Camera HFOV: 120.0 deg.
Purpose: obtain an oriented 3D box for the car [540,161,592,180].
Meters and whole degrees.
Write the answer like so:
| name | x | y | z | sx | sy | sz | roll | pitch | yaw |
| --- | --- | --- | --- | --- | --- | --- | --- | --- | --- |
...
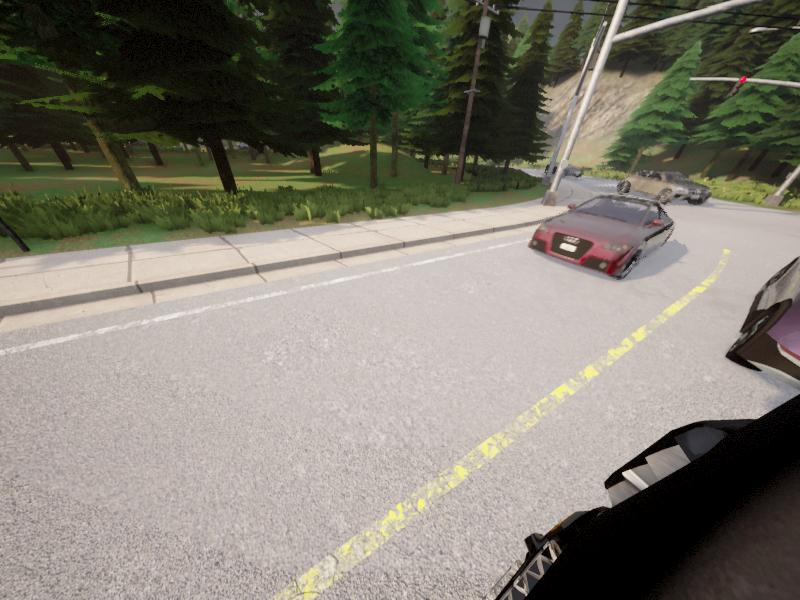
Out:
| name | x | y | z | sx | sy | sz | roll | pitch | yaw |
| --- | --- | --- | --- | --- | --- | --- | --- | --- | --- |
| car | 18.750 | -14.908 | 26.445 | 2.128 | 1.511 | 4.902 | 0 | 34 | -4 |

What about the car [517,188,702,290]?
| name | x | y | z | sx | sy | sz | roll | pitch | yaw |
| --- | --- | --- | --- | --- | --- | --- | --- | --- | --- |
| car | 5.316 | -1.846 | 5.888 | 4.181 | 1.385 | 1.994 | -19 | 39 | -29 |

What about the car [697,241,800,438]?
| name | x | y | z | sx | sy | sz | roll | pitch | yaw |
| --- | --- | --- | --- | --- | --- | --- | --- | --- | --- |
| car | 6.133 | 0.162 | 2.694 | 4.856 | 1.649 | 2.033 | -17 | 39 | -28 |

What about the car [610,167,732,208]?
| name | x | y | z | sx | sy | sz | roll | pitch | yaw |
| --- | --- | --- | --- | --- | --- | --- | --- | --- | --- |
| car | 16.924 | -7.459 | 15.004 | 2.152 | 1.651 | 5.027 | 4 | 34 | 2 |
